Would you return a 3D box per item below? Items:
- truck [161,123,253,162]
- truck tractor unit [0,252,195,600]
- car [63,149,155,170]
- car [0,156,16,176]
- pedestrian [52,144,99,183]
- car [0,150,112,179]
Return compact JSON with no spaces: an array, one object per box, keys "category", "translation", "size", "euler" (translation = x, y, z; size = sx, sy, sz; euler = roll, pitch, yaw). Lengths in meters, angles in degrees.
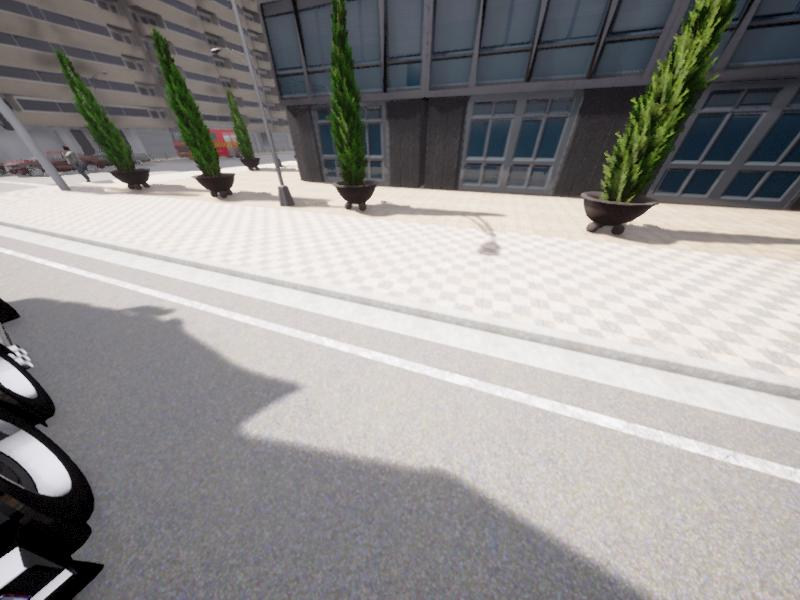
[{"category":"truck","translation":[-25.093,-21.087,30.937],"size":[2.891,3.827,8.468],"euler":[12,37,17]},{"category":"truck tractor unit","translation":[-5.096,-0.313,0.818],"size":[6.516,4.208,3.053],"euler":[19,39,25]},{"category":"car","translation":[-28.826,-14.216,23.242],"size":[2.033,1.411,5.357],"euler":[11,37,16]},{"category":"car","translation":[-32.242,-9.676,16.415],"size":[2.097,1.767,4.553],"euler":[15,38,21]},{"category":"pedestrian","translation":[-18.639,-7.836,13.313],"size":[0.751,1.860,0.751],"euler":[25,42,31]},{"category":"car","translation":[-27.218,-10.860,18.296],"size":[1.882,1.535,5.008],"euler":[11,36,16]}]
